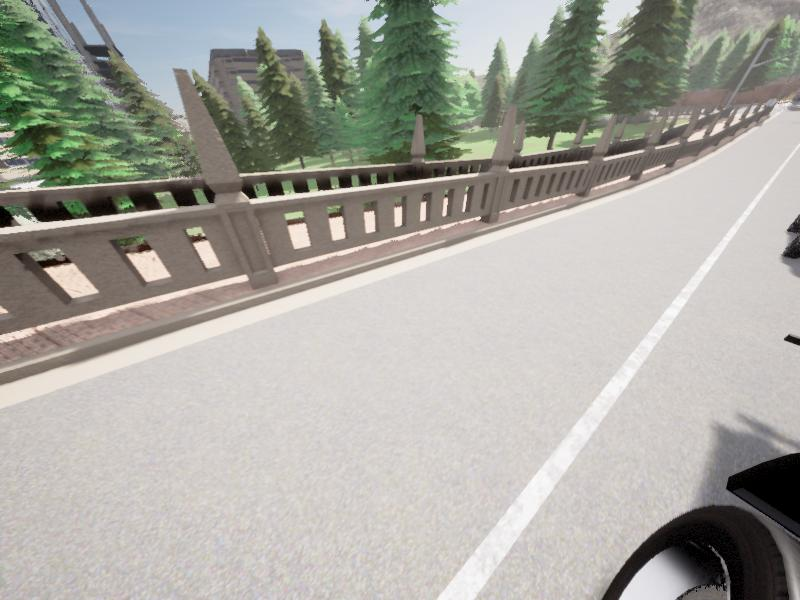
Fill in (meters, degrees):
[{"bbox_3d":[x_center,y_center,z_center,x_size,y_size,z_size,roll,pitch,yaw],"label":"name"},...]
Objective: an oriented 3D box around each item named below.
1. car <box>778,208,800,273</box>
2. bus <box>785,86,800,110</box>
[{"bbox_3d":[10.464,-1.755,4.950,5.366,1.575,1.801,-22,40,-28],"label":"car"},{"bbox_3d":[61.985,-28.658,30.595,10.273,4.253,3.944,28,51,36],"label":"bus"}]
